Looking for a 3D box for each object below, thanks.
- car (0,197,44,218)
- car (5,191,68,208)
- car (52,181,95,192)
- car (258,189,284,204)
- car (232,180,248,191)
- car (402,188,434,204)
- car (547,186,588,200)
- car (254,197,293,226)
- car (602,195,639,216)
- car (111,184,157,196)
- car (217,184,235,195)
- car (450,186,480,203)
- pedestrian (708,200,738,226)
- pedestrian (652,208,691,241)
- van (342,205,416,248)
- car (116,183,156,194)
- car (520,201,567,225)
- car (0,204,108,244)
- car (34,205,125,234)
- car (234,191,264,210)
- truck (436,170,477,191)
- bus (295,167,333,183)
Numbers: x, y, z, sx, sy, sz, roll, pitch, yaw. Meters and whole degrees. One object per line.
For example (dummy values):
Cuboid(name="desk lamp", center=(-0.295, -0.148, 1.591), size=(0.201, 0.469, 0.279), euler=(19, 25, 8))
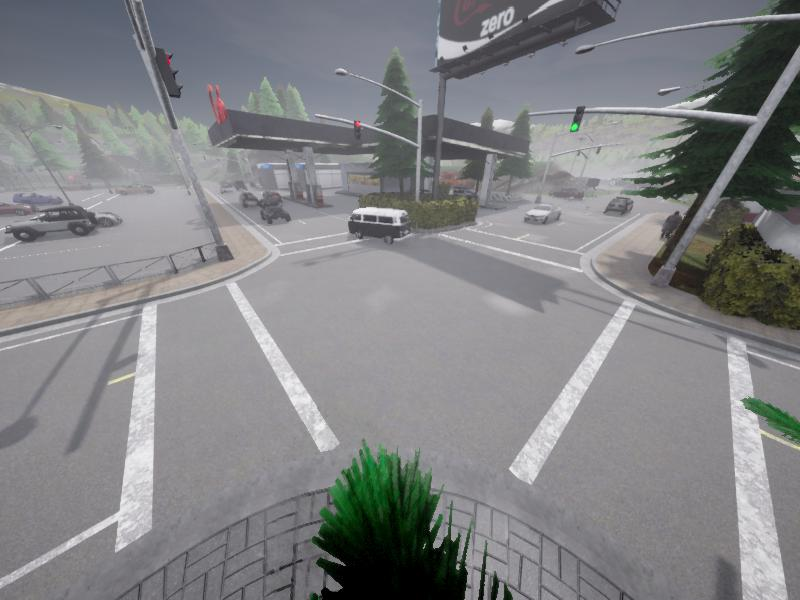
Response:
Cuboid(name="car", center=(-39.420, -8.945, 22.590), size=(4.514, 1.523, 2.007), euler=(-23, 37, -34))
Cuboid(name="car", center=(-45.788, -12.777, 29.270), size=(3.633, 1.501, 1.845), euler=(-23, 37, -34))
Cuboid(name="car", center=(-69.218, -24.226, 49.081), size=(4.605, 1.855, 1.932), euler=(-23, 37, -34))
Cuboid(name="car", center=(-18.901, -15.223, 33.837), size=(2.007, 1.525, 4.514), euler=(-22, 37, -33))
Cuboid(name="car", center=(-35.572, -25.498, 51.267), size=(1.905, 1.878, 3.866), euler=(-22, 36, -33))
Cuboid(name="car", center=(2.620, -15.713, 34.677), size=(2.242, 1.667, 4.611), euler=(-23, 37, -34))
Cuboid(name="car", center=(26.406, -17.057, 36.697), size=(2.097, 1.767, 4.553), euler=(-16, 32, -25))
Cuboid(name="car", center=(-11.869, -8.361, 21.587), size=(1.905, 1.878, 3.866), euler=(-22, 37, -33))
Cuboid(name="car", center=(23.543, -10.160, 24.660), size=(3.705, 1.549, 1.789), euler=(-23, 37, -33))
Cuboid(name="car", center=(-47.482, -19.774, 41.410), size=(5.027, 1.636, 2.152), euler=(-23, 37, -34))
Cuboid(name="car", center=(-33.127, -21.082, 44.036), size=(1.970, 1.475, 3.806), euler=(-22, 37, -33))
Cuboid(name="car", center=(9.747, -16.005, 34.849), size=(1.905, 1.878, 3.866), euler=(-23, 37, -34))
Cuboid(name="pedestrian", center=(27.181, -7.312, 19.447), size=(0.751, 1.860, 0.751), euler=(-21, 36, -32))
Cuboid(name="pedestrian", center=(17.244, -4.806, 14.725), size=(0.751, 1.860, 0.751), euler=(-13, 32, -21))
Cuboid(name="van", center=(-1.407, -5.140, 15.787), size=(4.480, 2.038, 2.069), euler=(16, 34, 27))
Cuboid(name="car", center=(-49.532, -20.953, 43.472), size=(4.514, 1.523, 2.007), euler=(-23, 37, -34))
Cuboid(name="car", center=(13.323, -8.082, 21.356), size=(4.674, 1.442, 1.812), euler=(-22, 36, -34))
Cuboid(name="car", center=(-23.841, -5.383, 15.979), size=(3.866, 1.878, 1.905), euler=(-23, 37, -34))
Cuboid(name="car", center=(-25.501, -6.610, 18.671), size=(3.806, 1.475, 1.970), euler=(-23, 37, -34))
Cuboid(name="car", center=(-19.244, -12.723, 29.406), size=(2.033, 1.649, 4.856), euler=(-22, 37, -33))
Cuboid(name="truck", center=(12.321, -26.766, 51.531), size=(2.891, 3.827, 8.468), euler=(-22, 37, -33))
Cuboid(name="bus", center=(-27.804, -40.659, 75.161), size=(10.273, 4.253, 3.944), euler=(-23, 37, -34))
